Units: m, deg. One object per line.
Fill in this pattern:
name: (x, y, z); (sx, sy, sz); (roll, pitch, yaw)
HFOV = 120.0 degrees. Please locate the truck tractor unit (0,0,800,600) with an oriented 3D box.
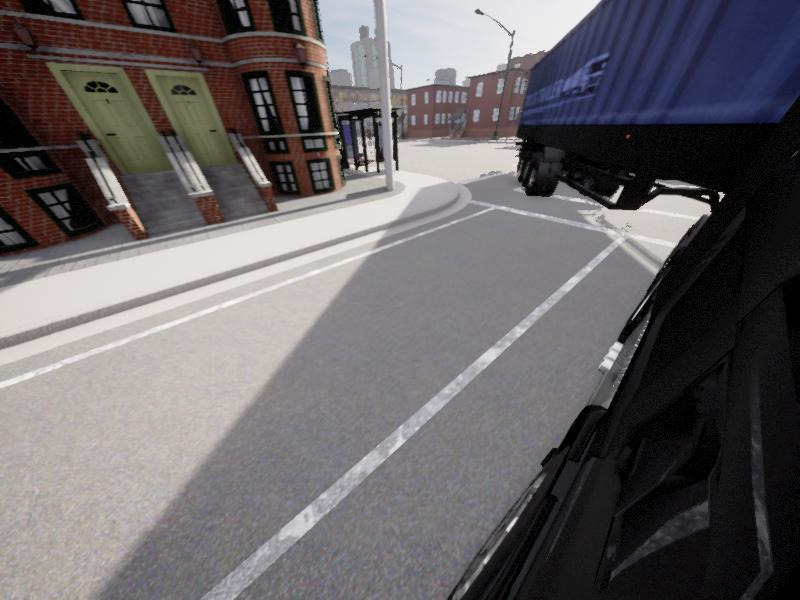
truck tractor unit: (2.645, -0.295, 0.352); (6.516, 4.208, 3.053); (-28, 44, -30)

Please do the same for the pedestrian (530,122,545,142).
pedestrian: (16.335, -19.949, 27.437); (0.751, 1.860, 0.751); (-22, 41, -24)

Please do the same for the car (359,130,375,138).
car: (-9.270, -47.151, 65.592); (3.866, 1.878, 1.905); (-27, 43, -29)

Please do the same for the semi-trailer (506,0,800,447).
semi-trailer: (5.540, -4.696, 5.874); (2.717, 4.402, 14.254); (7, 38, 12)

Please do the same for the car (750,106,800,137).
car: (34.788, -16.479, 21.258); (5.238, 1.638, 1.930); (-32, 45, -26)

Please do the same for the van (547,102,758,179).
van: (11.544, -7.911, 11.477); (2.351, 2.431, 6.366); (-27, 43, -29)

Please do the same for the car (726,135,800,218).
car: (12.222, -3.505, 6.219); (4.856, 1.649, 2.033); (-15, 39, -16)

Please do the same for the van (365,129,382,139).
van: (-7.210, -45.548, 63.247); (4.442, 1.987, 1.775); (-27, 43, -29)
